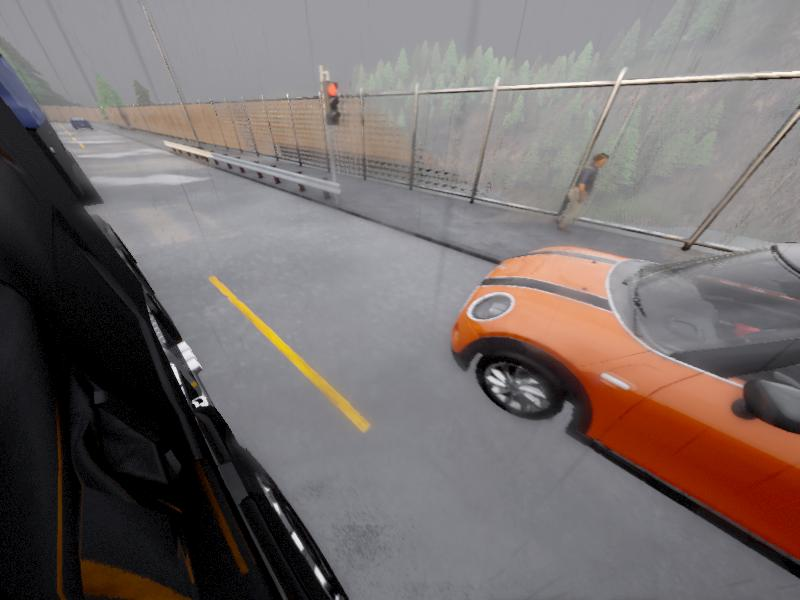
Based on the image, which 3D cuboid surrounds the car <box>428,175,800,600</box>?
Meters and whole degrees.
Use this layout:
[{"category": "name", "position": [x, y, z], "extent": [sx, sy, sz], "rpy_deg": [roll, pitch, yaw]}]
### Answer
[{"category": "car", "position": [2.766, 0.499, 1.677], "extent": [4.553, 1.767, 2.097], "rpy_deg": [28, 44, 30]}]

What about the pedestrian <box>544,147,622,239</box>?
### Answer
[{"category": "pedestrian", "position": [4.399, -2.599, 5.666], "extent": [0.751, 1.860, 0.751], "rpy_deg": [28, 43, 29]}]

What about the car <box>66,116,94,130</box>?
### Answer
[{"category": "car", "position": [-50.982, -28.166, 36.794], "extent": [5.008, 1.535, 1.882], "rpy_deg": [28, 44, 30]}]

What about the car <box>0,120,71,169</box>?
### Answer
[{"category": "car", "position": [-19.338, -8.162, 11.968], "extent": [5.238, 1.638, 1.930], "rpy_deg": [29, 44, 30]}]

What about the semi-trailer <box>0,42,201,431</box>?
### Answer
[{"category": "semi-trailer", "position": [-8.692, -3.608, 4.236], "extent": [14.254, 4.402, 2.717], "rpy_deg": [28, 44, 30]}]

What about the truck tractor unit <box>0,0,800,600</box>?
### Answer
[{"category": "truck tractor unit", "position": [-2.645, -0.295, 0.351], "extent": [6.516, 4.208, 3.053], "rpy_deg": [28, 44, 30]}]
